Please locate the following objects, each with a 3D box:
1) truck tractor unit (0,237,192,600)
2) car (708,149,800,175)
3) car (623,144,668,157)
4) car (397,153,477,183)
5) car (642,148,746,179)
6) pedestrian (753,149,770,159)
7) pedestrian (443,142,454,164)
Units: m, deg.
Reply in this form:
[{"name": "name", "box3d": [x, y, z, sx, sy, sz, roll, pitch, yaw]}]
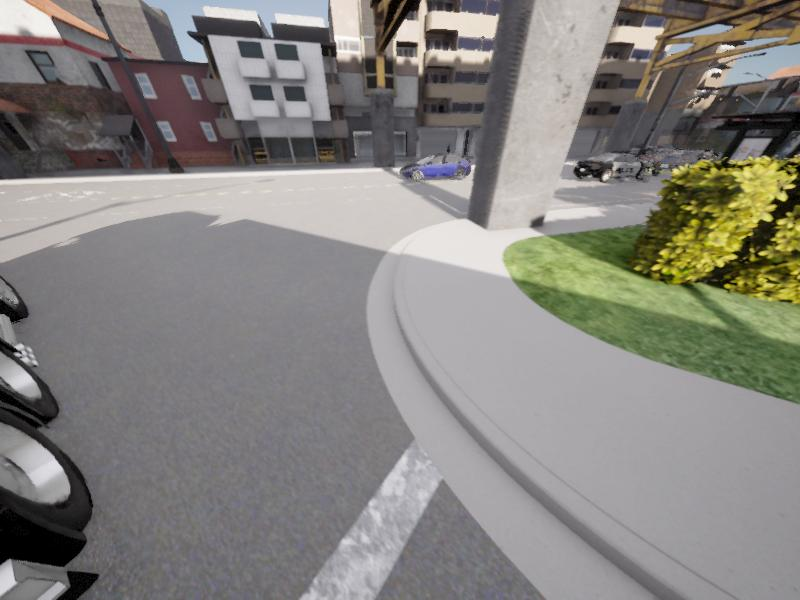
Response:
[{"name": "truck tractor unit", "box3d": [-5.063, -0.346, 0.845, 6.516, 4.208, 3.053, 20, 40, 26]}, {"name": "car", "box3d": [27.752, -10.866, 18.070, 4.974, 1.542, 2.038, -9, 36, -12]}, {"name": "car", "box3d": [36.339, -22.298, 34.388, 2.038, 1.542, 4.974, 6, 35, 9]}, {"name": "car", "box3d": [2.387, -9.013, 15.653, 4.792, 1.488, 2.163, -9, 36, -12]}, {"name": "car", "box3d": [20.899, -9.837, 16.565, 5.027, 1.651, 2.152, -9, 36, -12]}, {"name": "pedestrian", "box3d": [45.527, -18.405, 29.107, 0.500, 1.100, 0.500, 13, 37, 19]}, {"name": "pedestrian", "box3d": [5.049, -15.411, 24.200, 0.751, 1.860, 0.751, -9, 36, -13]}]
